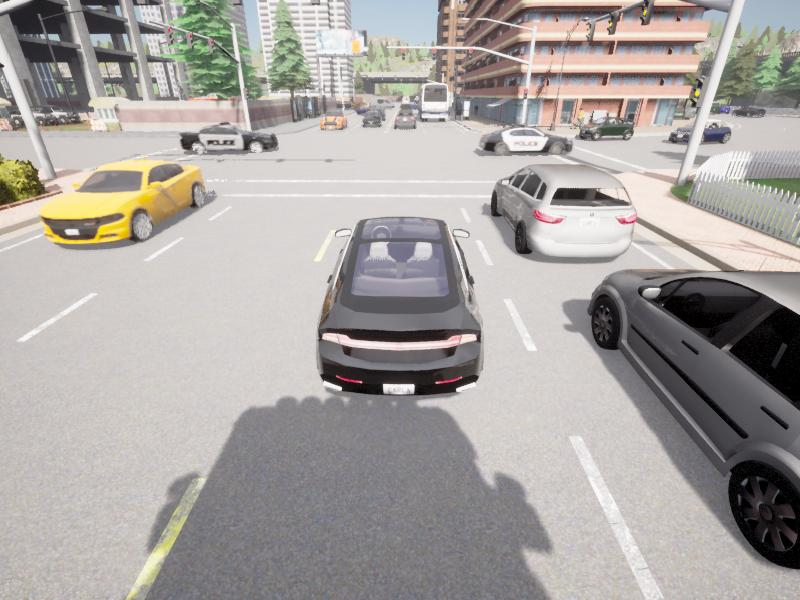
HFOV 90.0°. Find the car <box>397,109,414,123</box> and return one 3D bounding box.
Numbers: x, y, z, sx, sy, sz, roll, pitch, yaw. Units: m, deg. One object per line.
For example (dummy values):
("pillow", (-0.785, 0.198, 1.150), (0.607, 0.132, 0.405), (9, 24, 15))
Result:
("car", (0.727, -23.169, 50.253), (2.033, 1.411, 5.357), (0, 27, 1))

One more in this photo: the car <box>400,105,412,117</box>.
("car", (0.929, -29.949, 63.304), (1.801, 1.575, 5.366), (0, 27, 1))

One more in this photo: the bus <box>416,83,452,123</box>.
("bus", (4.140, -25.662, 51.984), (3.944, 4.253, 10.273), (0, 27, 1))

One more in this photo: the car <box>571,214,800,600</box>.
("car", (3.494, 0.484, 3.923), (1.851, 1.617, 3.988), (0, 27, 1))

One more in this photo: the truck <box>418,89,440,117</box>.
("truck", (4.444, -31.279, 63.387), (2.891, 3.827, 8.468), (0, 27, 1))

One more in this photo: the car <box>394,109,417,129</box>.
("car", (0.554, -18.690, 41.216), (2.242, 1.667, 4.611), (1, 27, 1))

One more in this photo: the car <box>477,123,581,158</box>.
("car", (7.007, -8.901, 22.236), (4.974, 1.542, 2.038), (-1, 27, 0))

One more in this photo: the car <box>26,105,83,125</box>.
("car", (-36.821, -19.818, 42.770), (3.866, 1.878, 1.905), (0, 27, 1))

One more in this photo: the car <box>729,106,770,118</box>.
("car", (51.360, -27.758, 58.947), (1.837, 1.490, 4.892), (1, 27, 1))

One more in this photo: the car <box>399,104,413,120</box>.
("car", (0.818, -26.459, 56.117), (1.905, 1.878, 3.866), (0, 27, 1))

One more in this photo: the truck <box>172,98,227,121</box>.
("truck", (-25.065, -23.993, 50.335), (5.204, 2.467, 2.615), (0, 27, 1))

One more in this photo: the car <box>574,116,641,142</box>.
("car", (15.048, -12.479, 29.121), (3.705, 1.549, 1.789), (-5, 28, -10))

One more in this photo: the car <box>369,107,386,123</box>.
("car", (-2.765, -23.649, 51.072), (1.837, 1.490, 4.892), (0, 28, 1))

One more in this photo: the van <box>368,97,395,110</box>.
("van", (-4.026, -44.328, 90.188), (5.915, 2.561, 1.988), (1, 27, 1))

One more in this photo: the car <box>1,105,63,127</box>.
("car", (-36.857, -18.475, 40.153), (3.866, 1.878, 1.905), (0, 27, 1))

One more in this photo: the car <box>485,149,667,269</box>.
("car", (3.605, -2.399, 9.471), (2.242, 1.667, 4.611), (1, 27, 1))

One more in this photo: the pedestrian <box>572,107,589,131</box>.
("pedestrian", (15.760, -15.845, 34.958), (0.751, 1.860, 0.751), (-7, 28, -14))

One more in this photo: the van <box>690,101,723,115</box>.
("van", (51.570, -32.394, 67.450), (1.775, 1.987, 4.442), (1, 27, 1))

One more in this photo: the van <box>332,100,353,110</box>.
("van", (-12.905, -44.144, 90.481), (4.442, 1.987, 1.775), (1, 27, 1))

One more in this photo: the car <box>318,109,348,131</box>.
("car", (-6.454, -17.658, 39.075), (2.097, 1.767, 4.553), (0, 27, 1))

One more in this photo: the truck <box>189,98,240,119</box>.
("truck", (-25.011, -25.961, 54.170), (5.204, 2.467, 2.615), (0, 27, 1))

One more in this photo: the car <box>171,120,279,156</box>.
("car", (-9.818, -9.325, 22.946), (5.238, 1.638, 1.930), (-5, 28, -10))

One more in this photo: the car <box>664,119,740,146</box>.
("car", (20.351, -11.372, 27.047), (3.806, 1.475, 1.970), (-9, 29, -18))

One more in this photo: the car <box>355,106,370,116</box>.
("car", (-6.045, -30.693, 65.013), (1.895, 1.301, 4.718), (0, 27, 1))

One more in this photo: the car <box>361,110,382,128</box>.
("car", (-2.902, -19.096, 42.207), (1.837, 1.490, 4.892), (0, 27, 1))

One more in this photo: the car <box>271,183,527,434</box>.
("car", (0.023, -0.454, 5.857), (2.128, 1.511, 4.902), (0, 27, 1))

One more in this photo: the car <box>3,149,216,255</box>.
("car", (-6.839, -2.779, 10.360), (1.882, 1.535, 5.008), (-1, 27, -2))

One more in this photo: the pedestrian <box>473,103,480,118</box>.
("pedestrian", (10.695, -26.548, 55.939), (0.751, 1.860, 0.751), (0, 27, 1))
